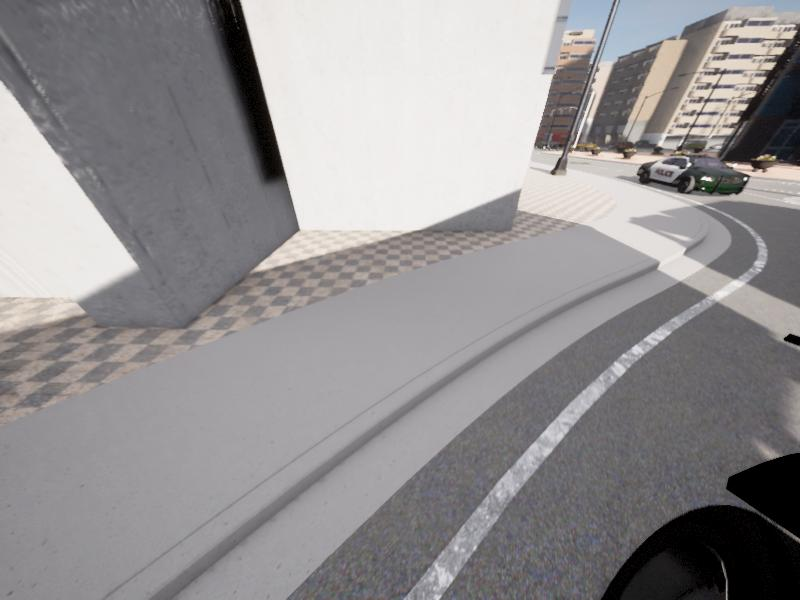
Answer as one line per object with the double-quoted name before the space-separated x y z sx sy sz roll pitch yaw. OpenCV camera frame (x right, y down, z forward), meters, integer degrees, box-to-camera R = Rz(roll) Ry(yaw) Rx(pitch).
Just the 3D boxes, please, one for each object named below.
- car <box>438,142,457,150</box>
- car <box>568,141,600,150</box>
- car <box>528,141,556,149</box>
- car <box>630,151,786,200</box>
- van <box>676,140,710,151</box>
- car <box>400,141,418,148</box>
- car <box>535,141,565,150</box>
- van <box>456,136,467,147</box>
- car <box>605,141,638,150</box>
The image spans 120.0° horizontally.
"car" 10.627 -34.478 51.627 3.633 1.501 1.845 18 39 24
"car" 42.076 -35.391 52.905 5.366 1.575 1.801 1 35 1
"car" 34.251 -37.596 55.916 5.238 1.638 1.930 0 35 0
"car" 14.635 -6.446 11.635 2.038 1.542 4.974 7 36 10
"van" 66.344 -34.985 52.332 4.442 1.987 1.775 1 35 1
"car" 2.434 -42.062 62.423 2.033 1.649 4.856 -29 44 -34
"car" 34.416 -35.582 53.054 5.238 1.638 1.930 1 35 1
"van" 18.364 -47.364 69.037 1.988 2.561 5.915 1 35 2
"car" 50.485 -35.221 52.727 4.856 1.649 2.033 1 35 1
